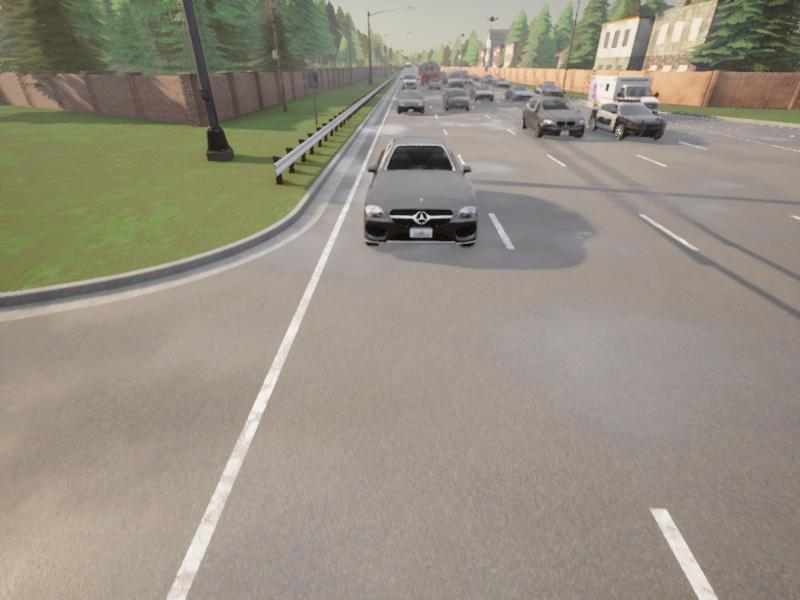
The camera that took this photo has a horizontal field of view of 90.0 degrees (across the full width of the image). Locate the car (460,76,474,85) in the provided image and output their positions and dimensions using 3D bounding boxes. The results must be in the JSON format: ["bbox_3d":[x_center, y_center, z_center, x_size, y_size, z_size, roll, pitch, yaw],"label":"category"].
[{"bbox_3d":[12.152,-39.949,72.775,1.970,1.475,3.806,0,30,1],"label":"car"}]

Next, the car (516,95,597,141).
[{"bbox_3d":[7.625,-9.254,20.121,2.242,1.667,4.611,0,30,1],"label":"car"}]

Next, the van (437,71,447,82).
[{"bbox_3d":[8.884,-47.199,84.560,1.775,1.987,4.442,0,30,1],"label":"van"}]

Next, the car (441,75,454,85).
[{"bbox_3d":[8.655,-40.172,72.983,1.845,1.501,3.633,0,30,1],"label":"car"}]

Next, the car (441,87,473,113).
[{"bbox_3d":[4.340,-15.600,31.126,1.837,1.490,4.892,0,30,1],"label":"car"}]

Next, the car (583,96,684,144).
[{"bbox_3d":[11.118,-8.957,19.639,1.930,1.638,5.238,0,30,1],"label":"car"}]

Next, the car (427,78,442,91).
[{"bbox_3d":[4.818,-30.033,55.719,1.845,1.501,3.633,0,30,1],"label":"car"}]

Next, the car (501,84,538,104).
[{"bbox_3d":[11.488,-20.037,38.791,2.033,1.411,5.357,0,30,1],"label":"car"}]

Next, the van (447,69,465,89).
[{"bbox_3d":[8.422,-33.697,60.930,1.988,2.561,5.915,0,30,1],"label":"van"}]

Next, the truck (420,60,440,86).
[{"bbox_3d":[5.108,-39.872,70.235,2.891,3.827,8.468,0,30,1],"label":"truck"}]

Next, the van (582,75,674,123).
[{"bbox_3d":[14.754,-13.450,26.526,2.351,2.431,6.366,0,30,1],"label":"van"}]

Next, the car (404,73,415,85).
[{"bbox_3d":[1.648,-40.090,72.542,1.932,1.855,4.605,0,30,1],"label":"car"}]

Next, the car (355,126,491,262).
[{"bbox_3d":[0.408,-2.675,8.944,2.152,1.651,5.027,0,30,1],"label":"car"}]

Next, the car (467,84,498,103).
[{"bbox_3d":[7.999,-20.383,39.384,2.033,1.411,5.357,0,30,1],"label":"car"}]

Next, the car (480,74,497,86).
[{"bbox_3d":[15.619,-39.134,70.990,2.097,1.767,4.553,0,30,1],"label":"car"}]

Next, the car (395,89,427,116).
[{"bbox_3d":[0.805,-14.601,29.437,2.163,1.488,4.792,0,30,1],"label":"car"}]

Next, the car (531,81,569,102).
[{"bbox_3d":[15.024,-21.188,40.509,1.930,1.638,5.238,0,31,1],"label":"car"}]

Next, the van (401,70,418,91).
[{"bbox_3d":[1.339,-31.077,56.616,2.351,2.431,6.366,0,30,1],"label":"van"}]

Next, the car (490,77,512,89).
[{"bbox_3d":[15.427,-33.241,61.308,2.033,1.411,5.357,0,30,1],"label":"car"}]
